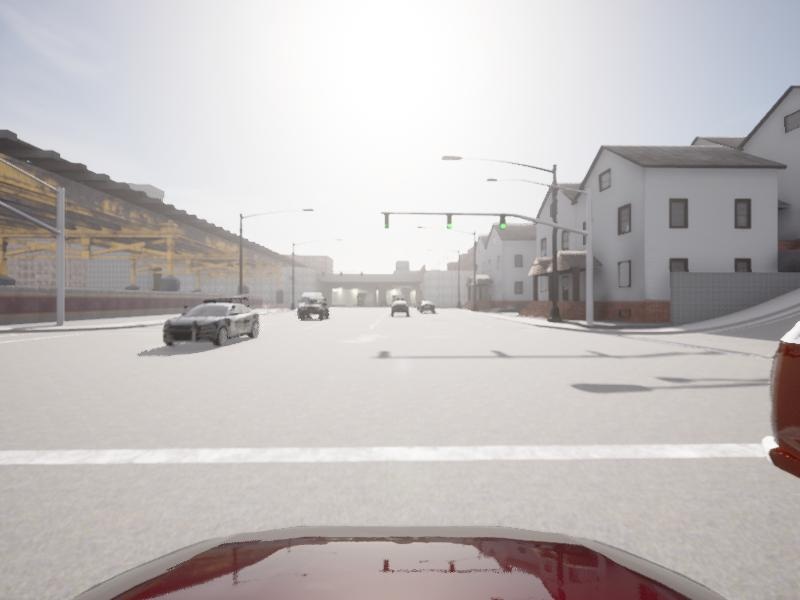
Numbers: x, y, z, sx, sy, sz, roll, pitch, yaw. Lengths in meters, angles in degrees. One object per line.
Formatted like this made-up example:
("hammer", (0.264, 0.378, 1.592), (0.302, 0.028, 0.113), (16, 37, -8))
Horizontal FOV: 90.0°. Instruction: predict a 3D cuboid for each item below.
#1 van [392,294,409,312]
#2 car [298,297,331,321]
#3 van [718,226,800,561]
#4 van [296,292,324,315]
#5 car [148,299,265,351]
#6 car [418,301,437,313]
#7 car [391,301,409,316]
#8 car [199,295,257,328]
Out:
("van", (0.026, 0.443, 58.768), (2.351, 2.431, 6.366), (0, 0, 0))
("car", (-6.995, 0.682, 33.153), (1.905, 1.878, 3.866), (0, 0, 0))
("van", (3.459, 0.574, 0.818), (2.069, 2.038, 4.480), (0, 0, 0))
("van", (-10.498, 0.374, 47.253), (1.988, 2.561, 5.915), (0, 0, 0))
("car", (-6.997, 0.789, 15.253), (1.930, 1.638, 5.238), (0, 0, 0))
("car", (3.497, 0.892, 52.073), (2.128, 1.511, 4.902), (0, 0, 0))
("car", (0.009, 0.889, 42.580), (1.837, 1.490, 4.892), (0, -1, 0))
("car", (-10.497, 0.673, 24.673), (1.905, 1.878, 3.866), (0, 0, 0))
